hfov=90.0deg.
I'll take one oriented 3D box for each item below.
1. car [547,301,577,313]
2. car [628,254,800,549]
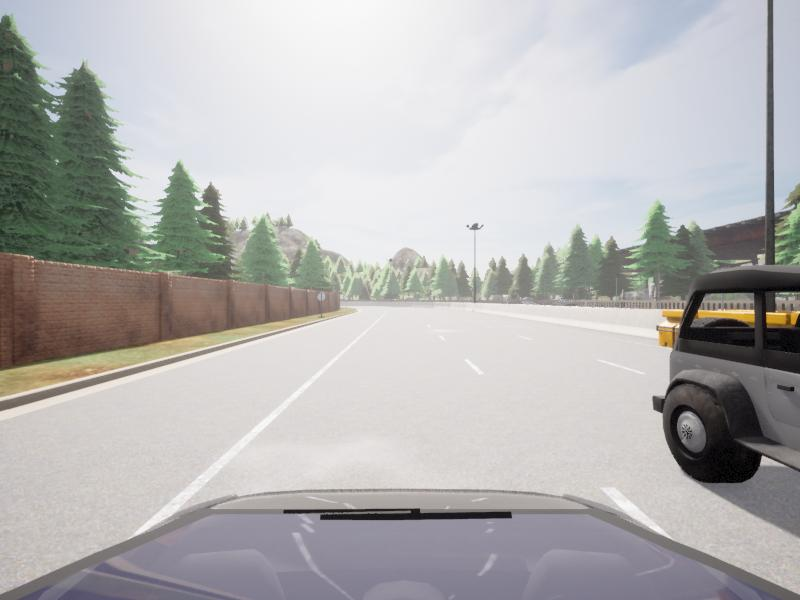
[{"bbox_3d":[20.937,0.844,51.933,1.837,1.490,4.892,0,0,-2],"label":"car"},{"bbox_3d":[3.501,0.646,2.535,1.905,1.878,3.866,0,0,0],"label":"car"}]
